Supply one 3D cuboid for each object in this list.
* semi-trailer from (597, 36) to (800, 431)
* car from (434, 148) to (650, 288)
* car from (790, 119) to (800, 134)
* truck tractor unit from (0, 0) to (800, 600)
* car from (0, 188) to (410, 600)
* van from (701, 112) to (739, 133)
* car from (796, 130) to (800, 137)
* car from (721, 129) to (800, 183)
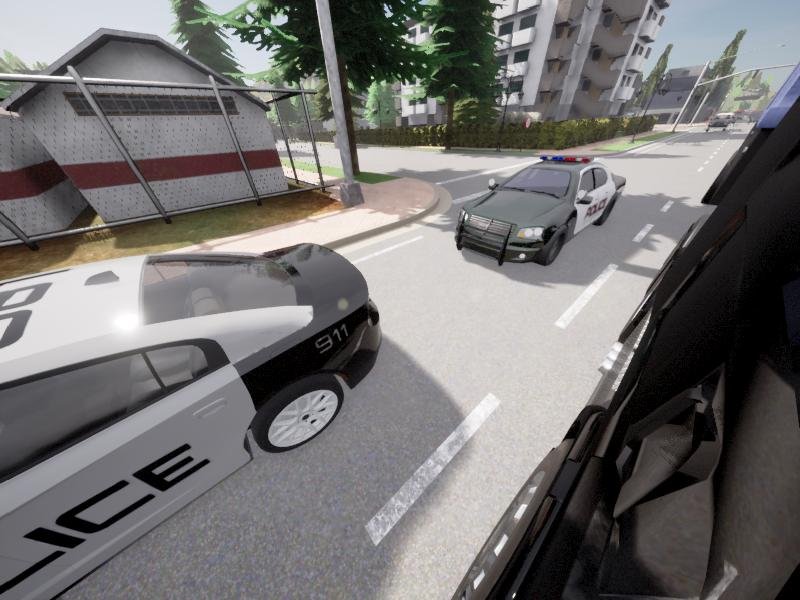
[{"bbox_3d":[8.729,-3.586,4.192,14.254,4.402,2.717,-28,43,-29],"label":"semi-trailer"},{"bbox_3d":[3.274,-2.280,5.204,4.974,1.542,2.038,-28,44,-30],"label":"car"},{"bbox_3d":[44.928,-19.278,24.980,4.605,1.855,1.932,-28,44,-30],"label":"car"},{"bbox_3d":[2.645,-0.295,0.351,6.516,4.208,3.053,-28,44,-30],"label":"truck tractor unit"},{"bbox_3d":[-2.545,0.793,1.376,5.238,1.638,1.930,-28,44,-30],"label":"car"},{"bbox_3d":[42.624,-23.598,30.761,4.480,2.038,2.069,-28,44,-30],"label":"van"},{"bbox_3d":[39.552,-16.273,21.556,5.366,1.575,1.801,-28,44,-30],"label":"car"},{"bbox_3d":[15.515,-6.064,9.546,3.806,1.475,1.970,-28,43,-30],"label":"car"}]
